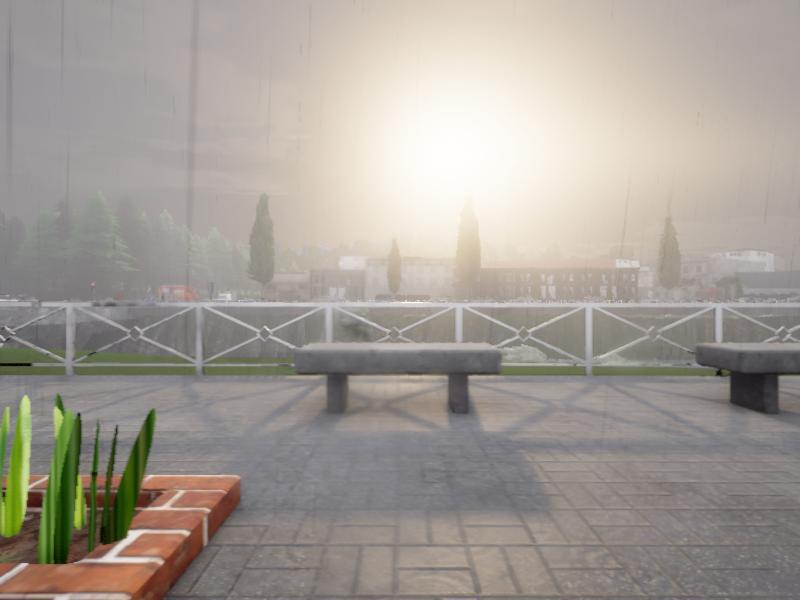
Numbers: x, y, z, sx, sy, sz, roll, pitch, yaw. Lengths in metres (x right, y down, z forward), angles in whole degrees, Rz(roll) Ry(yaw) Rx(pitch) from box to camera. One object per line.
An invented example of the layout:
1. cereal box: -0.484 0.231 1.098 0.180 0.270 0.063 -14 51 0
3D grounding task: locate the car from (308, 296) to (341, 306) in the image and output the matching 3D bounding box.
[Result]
1. car: -12.089 0.175 64.361 5.027 1.651 2.152 0 0 0

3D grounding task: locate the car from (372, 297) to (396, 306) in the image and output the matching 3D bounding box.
1. car: -2.495 0.252 64.357 3.806 1.475 1.970 0 0 0

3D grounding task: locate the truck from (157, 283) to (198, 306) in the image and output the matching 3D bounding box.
1. truck: -40.486 -0.940 73.191 2.891 3.827 8.468 0 0 0

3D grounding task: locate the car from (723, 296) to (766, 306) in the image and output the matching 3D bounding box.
1. car: 55.346 0.191 64.317 5.238 1.638 1.930 0 0 0

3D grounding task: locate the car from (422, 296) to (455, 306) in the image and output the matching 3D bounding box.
1. car: 6.161 0.173 64.352 5.238 1.638 1.930 0 0 0

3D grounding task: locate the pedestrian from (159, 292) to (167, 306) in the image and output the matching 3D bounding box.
1. pedestrian: -31.838 -0.075 53.760 0.751 1.860 0.751 0 0 -6

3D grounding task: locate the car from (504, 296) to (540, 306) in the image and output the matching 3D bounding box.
1. car: 19.573 0.178 64.340 5.238 1.638 1.930 0 0 0

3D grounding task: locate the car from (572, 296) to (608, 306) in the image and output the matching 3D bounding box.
1. car: 30.450 0.179 64.334 4.856 1.649 2.033 0 0 0

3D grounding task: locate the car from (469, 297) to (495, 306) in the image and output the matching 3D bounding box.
1. car: 13.139 0.258 64.345 3.806 1.475 1.970 0 0 0

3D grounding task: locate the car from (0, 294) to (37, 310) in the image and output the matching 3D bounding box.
1. car: -40.531 0.211 41.058 2.038 1.542 4.974 0 0 0
